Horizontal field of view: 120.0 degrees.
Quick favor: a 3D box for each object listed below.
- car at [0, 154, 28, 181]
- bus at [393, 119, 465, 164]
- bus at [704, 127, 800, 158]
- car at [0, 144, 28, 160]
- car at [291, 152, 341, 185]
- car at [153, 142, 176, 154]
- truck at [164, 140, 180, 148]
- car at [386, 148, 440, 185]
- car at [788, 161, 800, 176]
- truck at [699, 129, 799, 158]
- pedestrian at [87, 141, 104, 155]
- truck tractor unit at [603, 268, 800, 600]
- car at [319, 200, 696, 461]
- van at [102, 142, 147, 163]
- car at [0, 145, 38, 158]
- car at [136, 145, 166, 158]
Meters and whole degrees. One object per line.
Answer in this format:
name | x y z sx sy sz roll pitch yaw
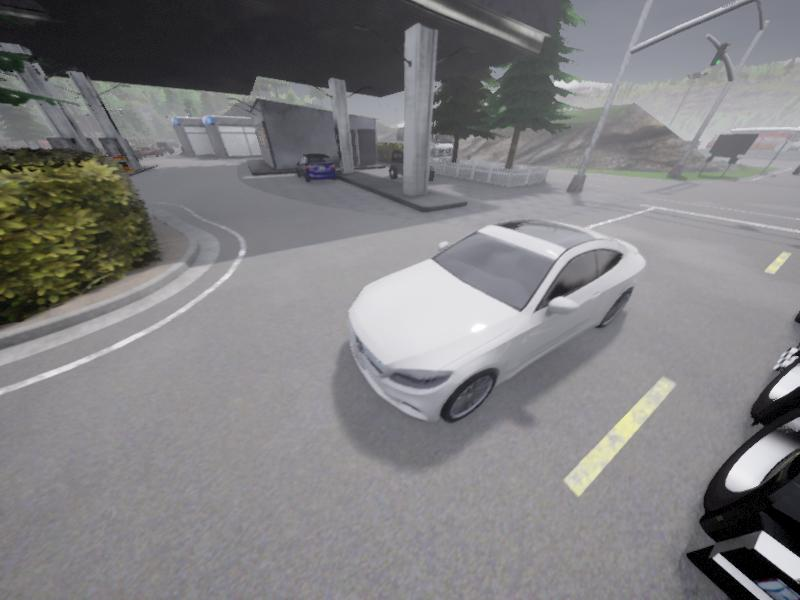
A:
car | -29.488 -9.262 16.196 1.970 1.475 3.806 -18 39 -24
bus | 3.242 -20.974 30.680 3.944 4.253 10.273 -18 39 -24
bus | 65.601 -29.027 42.459 3.944 4.253 10.273 -18 39 -24
car | -54.336 -19.486 30.444 5.027 1.636 2.152 -18 39 -24
car | -6.325 -9.930 17.189 2.242 1.667 4.611 -18 39 -24
car | -44.937 -29.060 44.169 1.905 1.878 3.866 -18 39 -24
truck | -71.809 -49.262 72.823 2.390 2.098 6.274 -29 44 -35
car | 0.747 -9.522 16.338 1.905 1.878 3.866 -18 39 -24
car | 33.360 -10.708 18.123 4.974 1.542 2.038 -18 39 -24
truck | 59.525 -27.020 39.933 2.891 3.827 8.468 -18 39 -24
pedestrian | -49.095 -24.463 37.267 0.751 1.860 0.751 -18 39 -24
truck tractor unit | 5.105 -0.304 0.789 6.516 4.208 3.053 -18 38 -24
car | 1.586 -0.255 3.259 4.674 1.442 1.812 -18 38 -24
van | -34.637 -18.738 29.272 2.069 2.038 4.480 -18 39 -24
car | -55.948 -21.022 32.655 4.514 1.523 2.007 -18 39 -24
car | -40.211 -24.149 37.450 2.007 1.525 4.514 -18 39 -24
